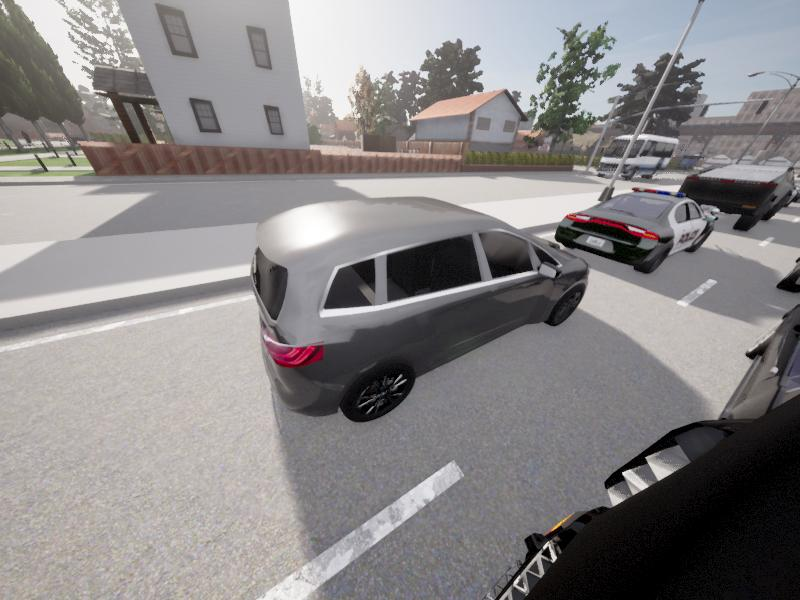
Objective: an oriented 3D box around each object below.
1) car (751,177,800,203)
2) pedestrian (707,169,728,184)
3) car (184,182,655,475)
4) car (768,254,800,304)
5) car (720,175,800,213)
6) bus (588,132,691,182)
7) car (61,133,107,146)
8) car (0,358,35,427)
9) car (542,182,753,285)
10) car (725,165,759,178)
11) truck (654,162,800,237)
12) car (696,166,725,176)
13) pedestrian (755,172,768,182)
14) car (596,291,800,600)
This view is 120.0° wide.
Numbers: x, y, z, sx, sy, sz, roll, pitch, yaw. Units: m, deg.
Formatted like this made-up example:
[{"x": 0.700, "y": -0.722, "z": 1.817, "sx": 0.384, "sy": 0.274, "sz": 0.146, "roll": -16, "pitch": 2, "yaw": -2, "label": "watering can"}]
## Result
[{"x": 28.655, "y": -8.217, "z": 17.139, "sx": 4.718, "sy": 1.301, "sz": 1.895, "roll": -16, "pitch": 38, "yaw": -25, "label": "car"}, {"x": 33.221, "y": -12.923, "z": 24.208, "sx": 0.751, "sy": 1.300, "sz": 0.751, "roll": -22, "pitch": 41, "yaw": -32, "label": "pedestrian"}, {"x": 0.588, "y": -0.458, "z": 3.133, "sx": 4.611, "sy": 1.667, "sz": 2.242, "roll": -16, "pitch": 38, "yaw": -26, "label": "car"}, {"x": 9.826, "y": -0.882, "z": 4.323, "sx": 4.553, "sy": 1.767, "sz": 2.097, "roll": -16, "pitch": 38, "yaw": -25, "label": "car"}, {"x": 21.743, "y": -6.365, "z": 13.647, "sx": 4.974, "sy": 1.542, "sz": 2.038, "roll": -16, "pitch": 38, "yaw": -26, "label": "car"}, {"x": 27.461, "y": -16.349, "z": 26.591, "sx": 10.273, "sy": 4.253, "sz": 3.944, "roll": -16, "pitch": 38, "yaw": -26, "label": "bus"}, {"x": -58.581, "y": -29.788, "z": 42.911, "sx": 4.856, "sy": 1.649, "sz": 2.033, "roll": 0, "pitch": 34, "yaw": -4, "label": "car"}, {"x": -5.561, "y": 1.312, "z": 0.115, "sx": 5.366, "sy": 1.575, "sz": 1.801, "roll": -16, "pitch": 38, "yaw": -25, "label": "car"}, {"x": 6.499, "y": -2.067, "z": 6.101, "sx": 4.974, "sy": 1.542, "sz": 2.038, "roll": -16, "pitch": 38, "yaw": -26, "label": "car"}, {"x": 57.914, "y": -21.769, "z": 39.142, "sx": 4.553, "sy": 1.767, "sz": 2.097, "roll": -16, "pitch": 38, "yaw": -25, "label": "car"}, {"x": 14.113, "y": -4.447, "z": 9.708, "sx": 6.274, "sy": 2.098, "sz": 2.390, "roll": -16, "pitch": 38, "yaw": -25, "label": "truck"}, {"x": 56.079, "y": -23.321, "z": 41.697, "sx": 4.181, "sy": 1.385, "sz": 1.994, "roll": -16, "pitch": 38, "yaw": -25, "label": "car"}, {"x": 51.345, "y": -17.468, "z": 32.793, "sx": 0.500, "sy": 1.100, "sz": 0.500, "roll": -27, "pitch": 44, "yaw": -37, "label": "pedestrian"}, {"x": 3.823, "y": 1.016, "z": 1.492, "sx": 4.718, "sy": 1.301, "sz": 1.895, "roll": -16, "pitch": 38, "yaw": -26, "label": "car"}]
